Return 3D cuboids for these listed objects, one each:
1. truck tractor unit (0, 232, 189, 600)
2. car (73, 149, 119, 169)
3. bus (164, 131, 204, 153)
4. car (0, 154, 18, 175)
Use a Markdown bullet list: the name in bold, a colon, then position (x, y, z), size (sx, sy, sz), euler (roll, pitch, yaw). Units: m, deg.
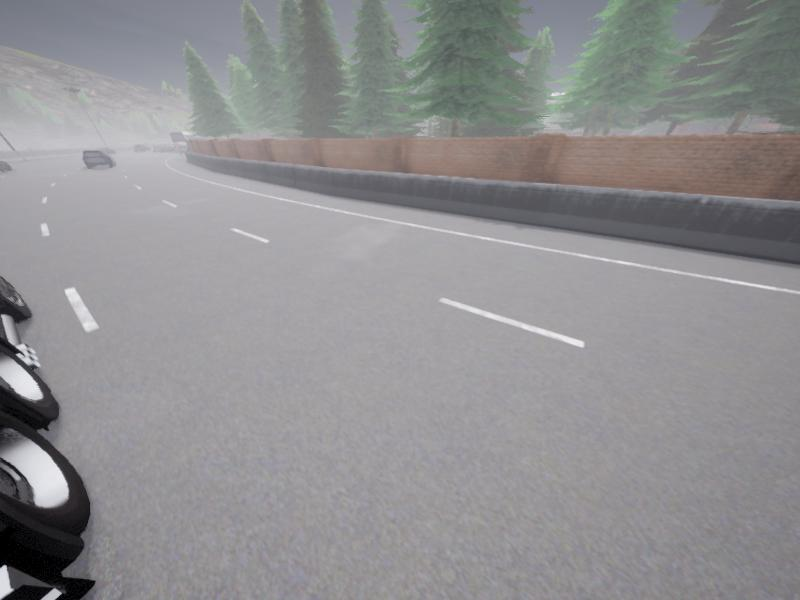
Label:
- **truck tractor unit**: position (-5.053, -0.352, 0.867), size (6.516, 4.208, 3.053), euler (20, 39, 27)
- **car**: position (-32.724, -15.389, 25.090), size (2.033, 1.649, 4.856), euler (-27, 43, -32)
- **bus**: position (-55.725, -41.108, 60.162), size (3.944, 4.253, 10.273), euler (-14, 37, -18)
- **car**: position (-36.619, -11.883, 20.269), size (1.994, 1.385, 4.181), euler (-27, 42, -33)
